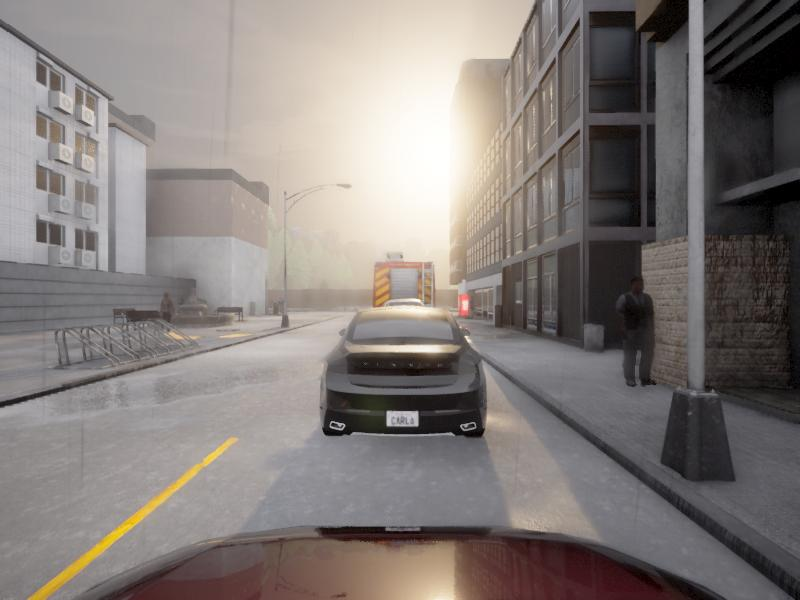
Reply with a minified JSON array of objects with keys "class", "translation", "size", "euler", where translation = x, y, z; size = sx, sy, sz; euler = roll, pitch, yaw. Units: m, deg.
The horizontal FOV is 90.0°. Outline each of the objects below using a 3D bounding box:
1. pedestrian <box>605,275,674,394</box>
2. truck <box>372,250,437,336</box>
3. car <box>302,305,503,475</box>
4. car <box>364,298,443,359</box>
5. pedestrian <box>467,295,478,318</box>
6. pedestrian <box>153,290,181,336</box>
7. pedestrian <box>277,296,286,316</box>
[{"class":"pedestrian","translation":[3.952,0.533,6.667],"size":[0.751,1.860,0.751],"euler":[0,0,8]},{"class":"truck","translation":[0.248,-0.321,22.112],"size":[2.891,3.827,8.468],"euler":[0,0,1]},{"class":"car","translation":[0.063,0.845,6.103],"size":[1.837,1.490,4.892],"euler":[0,0,1]},{"class":"car","translation":[0.140,0.781,13.363],"size":[2.152,1.651,5.027],"euler":[0,0,1]},{"class":"pedestrian","translation":[6.095,0.525,33.598],"size":[0.751,1.860,0.751],"euler":[0,0,-11]},{"class":"pedestrian","translation":[-9.704,0.533,16.669],"size":[0.751,1.860,0.751],"euler":[0,0,0]},{"class":"pedestrian","translation":[-11.279,0.547,38.088],"size":[0.751,1.860,0.751],"euler":[0,0,-10]}]
